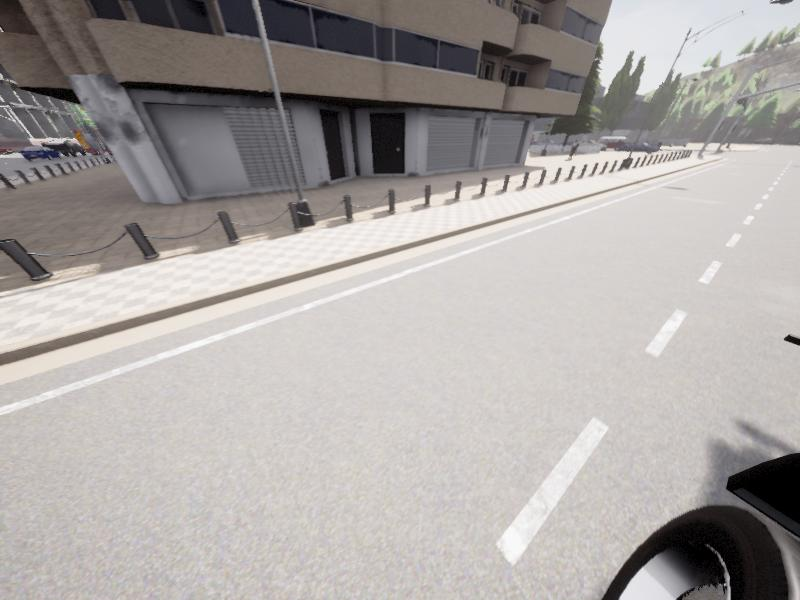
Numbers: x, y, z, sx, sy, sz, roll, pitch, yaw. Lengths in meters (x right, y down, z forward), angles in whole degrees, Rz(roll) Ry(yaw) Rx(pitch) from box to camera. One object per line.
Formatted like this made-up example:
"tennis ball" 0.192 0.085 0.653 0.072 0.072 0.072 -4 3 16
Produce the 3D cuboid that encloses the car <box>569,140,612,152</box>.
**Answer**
"car" 32.598 -26.532 39.730 2.152 1.651 5.027 -22 41 -28

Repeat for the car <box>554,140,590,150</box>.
"car" 32.895 -29.798 44.424 1.882 1.535 5.008 -22 41 -28

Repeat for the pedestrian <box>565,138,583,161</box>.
"pedestrian" 17.485 -15.155 23.256 0.751 1.860 0.751 -29 44 -34

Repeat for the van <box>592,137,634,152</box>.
"van" 36.645 -26.890 39.833 2.069 2.038 4.480 -22 41 -28

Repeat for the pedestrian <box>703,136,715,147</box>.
"pedestrian" 63.642 -32.664 47.591 0.751 1.860 0.751 -26 43 -32

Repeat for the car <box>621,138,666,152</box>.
"car" 41.675 -26.690 39.636 1.932 1.855 4.605 -22 41 -28

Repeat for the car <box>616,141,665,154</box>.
"car" 36.424 -23.235 35.177 1.812 1.442 4.674 -21 40 -26

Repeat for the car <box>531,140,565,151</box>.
"car" 28.483 -29.941 44.594 2.033 1.649 4.856 -22 41 -28
